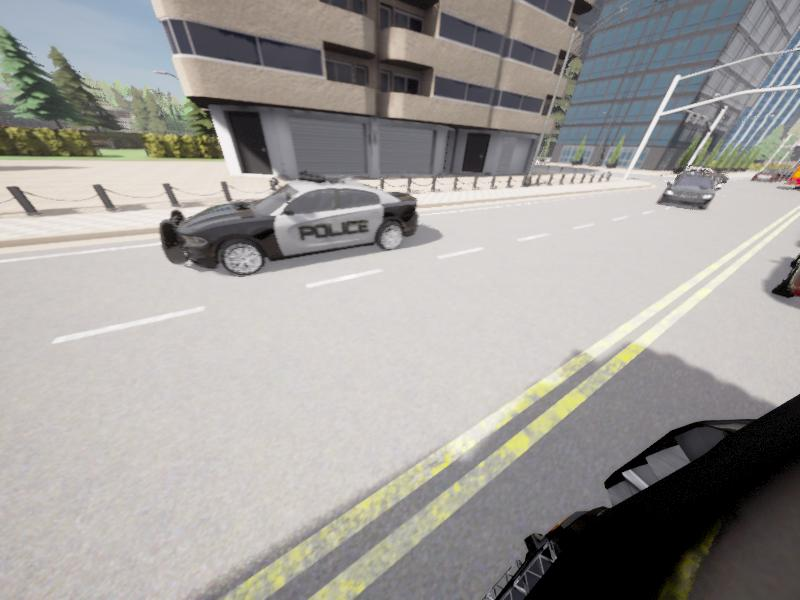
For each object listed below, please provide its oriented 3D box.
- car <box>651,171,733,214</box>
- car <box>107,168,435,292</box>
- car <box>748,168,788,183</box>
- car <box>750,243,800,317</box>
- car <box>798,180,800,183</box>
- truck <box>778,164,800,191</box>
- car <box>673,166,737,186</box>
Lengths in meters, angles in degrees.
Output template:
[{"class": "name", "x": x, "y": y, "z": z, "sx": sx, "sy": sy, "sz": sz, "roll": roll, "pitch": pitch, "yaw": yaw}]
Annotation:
[{"class": "car", "x": 16.218, "y": -6.159, "z": 12.914, "sx": 4.974, "sy": 1.542, "sz": 2.038, "roll": -25, "pitch": 43, "yaw": -34}, {"class": "car", "x": -1.981, "y": -1.957, "z": 5.217, "sx": 5.238, "sy": 1.638, "sz": 1.930, "roll": -16, "pitch": 38, "yaw": -26}, {"class": "car", "x": 51.969, "y": -17.646, "z": 32.602, "sx": 4.856, "sy": 1.649, "sz": 2.033, "roll": -16, "pitch": 38, "yaw": -26}, {"class": "car", "x": 9.275, "y": -0.657, "z": 4.245, "sx": 4.792, "sy": 1.488, "sz": 2.163, "roll": -16, "pitch": 38, "yaw": -26}, {"class": "car", "x": 61.813, "y": -18.264, "z": 34.226, "sx": 4.856, "sy": 1.649, "sz": 2.033, "roll": -16, "pitch": 38, "yaw": -26}, {"class": "truck", "x": 44.137, "y": -12.428, "z": 22.221, "sx": 8.468, "sy": 3.827, "sz": 2.891, "roll": 1, "pitch": 34, "yaw": -3}, {"class": "car", "x": 32.832, "y": -13.469, "z": 25.046, "sx": 3.806, "sy": 1.475, "sz": 1.970, "roll": 29, "pitch": 42, "yaw": 34}]
